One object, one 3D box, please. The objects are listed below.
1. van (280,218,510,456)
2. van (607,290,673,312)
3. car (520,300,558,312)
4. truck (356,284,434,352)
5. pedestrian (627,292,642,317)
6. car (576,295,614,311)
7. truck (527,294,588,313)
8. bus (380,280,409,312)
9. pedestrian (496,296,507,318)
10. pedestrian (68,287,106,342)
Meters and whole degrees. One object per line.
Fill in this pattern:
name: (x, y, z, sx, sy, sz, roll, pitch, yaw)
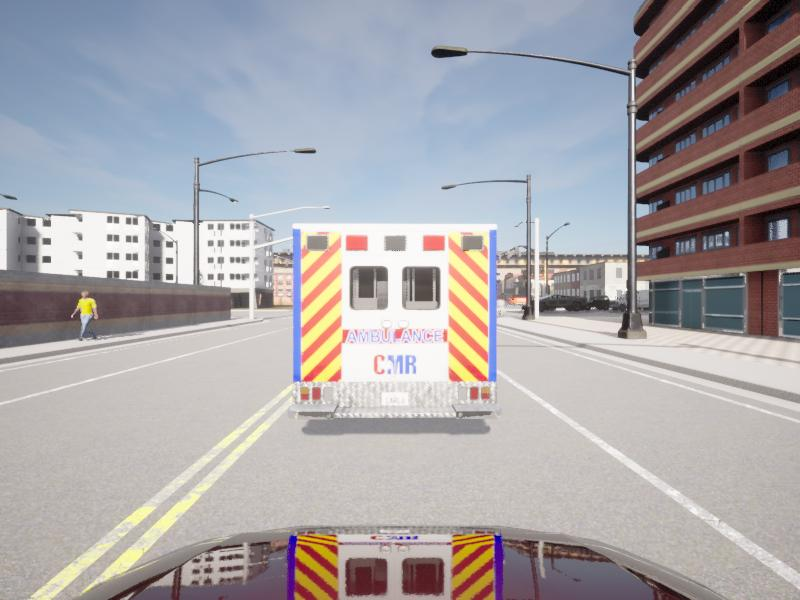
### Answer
van: (-0.088, 0.378, 7.271, 2.351, 2.431, 6.366, 0, 0, -1)
van: (28.362, 0.074, 47.475, 6.366, 2.431, 2.351, -1, 0, 0)
car: (17.686, 0.766, 51.057, 4.181, 1.385, 1.994, -1, 0, 0)
truck: (-0.191, 0.542, 15.509, 2.390, 2.098, 6.274, 0, 0, -1)
pedestrian: (17.920, 0.343, 30.531, 0.751, 1.860, 0.751, 0, 0, 8)
car: (24.797, 0.402, 51.002, 3.866, 1.878, 1.905, -1, 0, 0)
truck: (18.633, 0.385, 47.550, 6.274, 2.098, 2.390, -1, 0, 0)
bus: (-0.850, -0.532, 59.835, 3.944, 4.253, 10.273, 0, 0, -1)
pedestrian: (8.735, 0.584, 34.491, 0.751, 1.860, 0.751, 0, 0, -4)
pedestrian: (-10.855, 0.487, 13.891, 0.751, 1.860, 0.751, 0, 0, -1)
